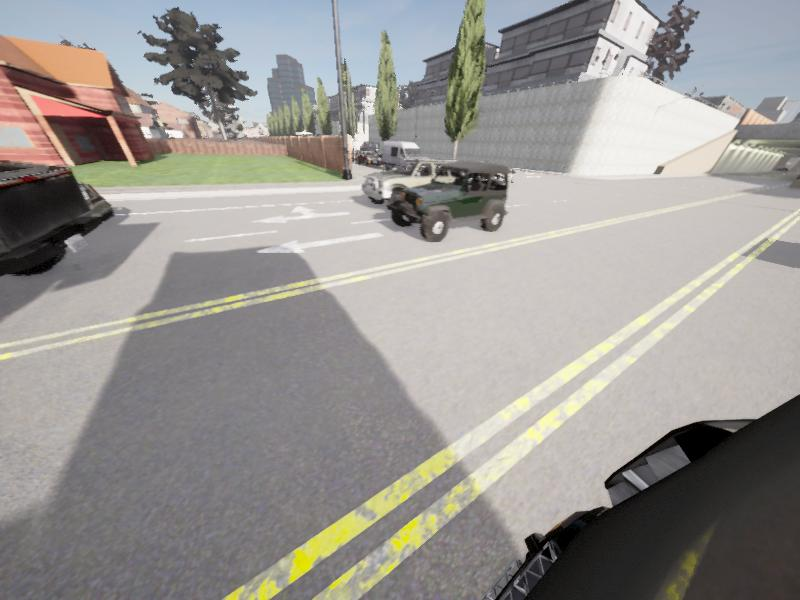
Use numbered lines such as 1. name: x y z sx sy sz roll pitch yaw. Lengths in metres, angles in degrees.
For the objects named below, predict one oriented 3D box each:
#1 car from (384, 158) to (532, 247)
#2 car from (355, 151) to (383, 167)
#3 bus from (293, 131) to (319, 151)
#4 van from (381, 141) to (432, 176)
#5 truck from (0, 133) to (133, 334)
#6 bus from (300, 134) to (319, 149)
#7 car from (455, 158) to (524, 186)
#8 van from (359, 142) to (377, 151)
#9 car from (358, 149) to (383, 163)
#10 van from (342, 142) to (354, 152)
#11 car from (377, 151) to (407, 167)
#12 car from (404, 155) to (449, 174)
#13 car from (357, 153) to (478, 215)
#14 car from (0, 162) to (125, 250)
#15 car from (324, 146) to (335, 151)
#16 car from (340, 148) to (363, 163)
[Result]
1. car: 1.670 -3.144 7.076 3.866 1.878 1.905 -17 38 -27
2. car: -3.874 -17.535 28.625 1.970 1.475 3.806 -16 38 -26
3. bus: -26.878 -45.162 65.816 3.944 4.253 10.273 -16 38 -26
4. van: 0.372 -13.851 22.462 1.988 2.561 5.915 -16 38 -26
5. truck: -7.762 -0.440 2.115 6.274 2.098 2.390 -15 38 -25
6. bus: -35.619 -62.223 90.630 3.944 4.253 10.273 -16 38 -26
7. car: 7.113 -10.600 19.021 2.128 1.511 4.902 -16 38 -26
8. van: -11.587 -55.574 83.550 5.915 2.561 1.988 -19 39 -24
9. car: -4.560 -22.049 35.301 2.007 1.525 4.514 -16 38 -26
10. van: -16.639 -49.123 74.384 2.351 2.431 6.366 2 32 -2
11. car: -1.159 -18.714 30.584 1.837 1.490 4.892 -16 38 -26
12. car: 2.728 -14.877 25.212 2.033 1.411 5.357 -16 38 -26
13. car: 0.771 -4.976 9.773 4.605 1.855 1.932 -17 39 -28
14. car: -9.316 -2.028 4.941 3.806 1.475 1.970 -16 38 -26
15. car: -22.130 -47.844 72.858 1.895 1.301 4.718 -16 38 -26
16. car: -6.914 -20.537 32.830 1.789 1.549 3.705 -16 38 -26
